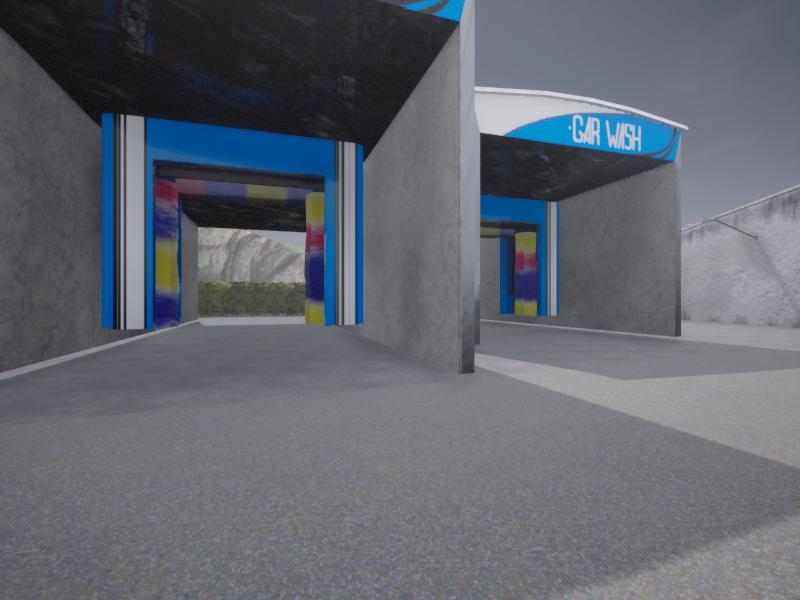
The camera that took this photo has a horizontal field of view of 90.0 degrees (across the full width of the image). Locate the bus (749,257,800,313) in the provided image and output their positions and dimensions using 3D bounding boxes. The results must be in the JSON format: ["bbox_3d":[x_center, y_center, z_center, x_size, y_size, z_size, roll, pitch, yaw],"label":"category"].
[{"bbox_3d":[35.428,-1.135,32.689,10.273,4.253,3.944,0,0,0],"label":"bus"}]
